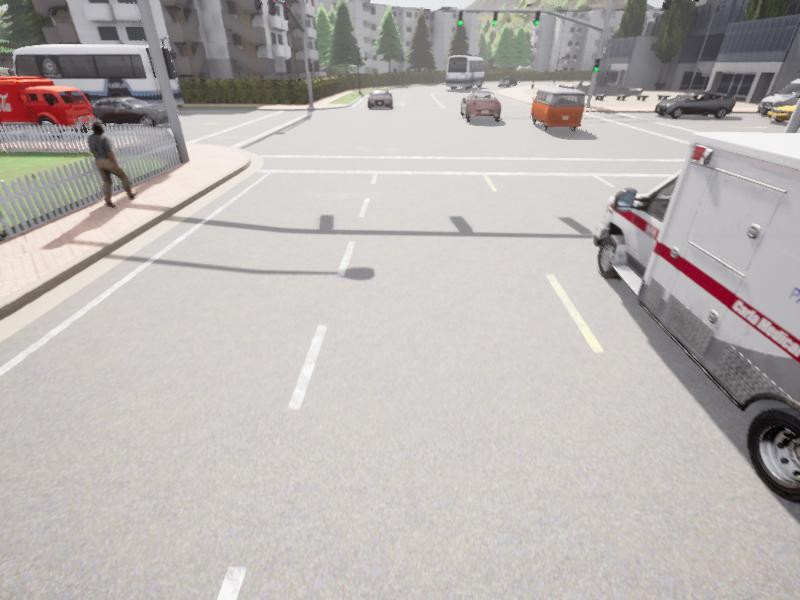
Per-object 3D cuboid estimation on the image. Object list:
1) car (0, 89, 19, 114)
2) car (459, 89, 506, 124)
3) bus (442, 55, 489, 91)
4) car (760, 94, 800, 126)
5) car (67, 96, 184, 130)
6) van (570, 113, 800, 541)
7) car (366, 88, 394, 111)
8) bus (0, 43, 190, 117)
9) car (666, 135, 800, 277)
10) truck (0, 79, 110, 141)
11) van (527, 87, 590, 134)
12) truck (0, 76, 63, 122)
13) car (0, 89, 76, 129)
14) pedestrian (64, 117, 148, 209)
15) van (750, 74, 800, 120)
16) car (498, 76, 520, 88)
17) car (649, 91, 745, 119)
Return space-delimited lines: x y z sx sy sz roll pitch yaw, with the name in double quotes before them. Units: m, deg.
"car" -31.720 -14.608 29.393 5.366 1.575 1.801 2 30 3
"car" 5.226 -12.689 26.079 2.152 1.651 5.027 1 30 2
"bus" 9.968 -34.099 60.077 3.944 4.253 10.273 12 33 21
"car" 25.058 -11.219 23.613 5.366 1.575 1.801 2 30 3
"car" -15.311 -10.575 22.572 4.902 1.511 2.128 2 30 3
"van" 4.183 -0.187 3.915 2.351 2.431 6.366 1 30 1
"car" -1.555 -16.497 32.838 1.994 1.385 4.181 0 30 1
"bus" -21.317 -15.407 28.115 10.273 4.253 3.944 2 30 3
"car" 7.806 -1.896 7.631 2.152 1.651 5.027 1 30 2
"truck" -17.961 -9.294 19.432 5.204 2.467 2.627 2 30 3
"van" 8.537 -10.545 22.051 1.775 1.987 4.442 2 30 3
"truck" -25.823 -13.055 25.858 5.204 2.467 2.627 2 30 3
"car" -21.377 -10.909 22.765 3.866 1.878 1.905 2 30 3
"pedestrian" -6.620 -3.109 9.122 0.751 1.860 0.751 1 30 2
"van" 27.334 -13.359 26.320 5.915 2.561 1.988 2 30 3
"car" 17.904 -35.754 65.520 1.851 1.617 3.988 21 37 32
"car" 19.813 -13.117 26.910 4.514 1.525 2.007 2 30 3
